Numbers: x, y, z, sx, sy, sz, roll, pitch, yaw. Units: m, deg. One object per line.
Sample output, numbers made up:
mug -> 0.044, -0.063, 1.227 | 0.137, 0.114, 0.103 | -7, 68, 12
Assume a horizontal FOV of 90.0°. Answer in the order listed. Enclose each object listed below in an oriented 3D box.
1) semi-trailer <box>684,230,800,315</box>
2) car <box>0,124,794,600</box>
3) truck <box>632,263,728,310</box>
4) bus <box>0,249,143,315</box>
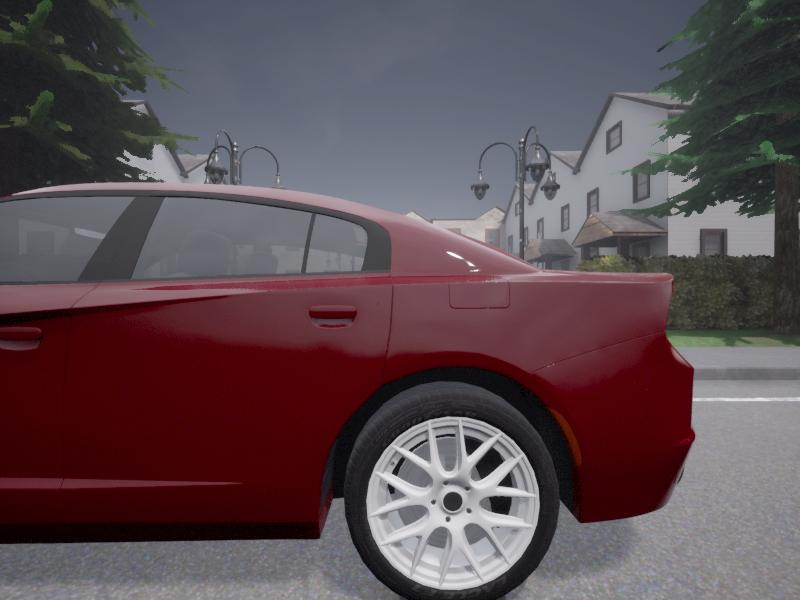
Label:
semi-trailer -> 22.078, -1.407, 21.750 | 2.717, 4.402, 14.254 | 0, 0, -2
car -> -1.271, 0.223, 2.175 | 5.008, 1.535, 1.882 | 0, 0, -1
truck -> 25.495, -1.112, 37.157 | 2.891, 3.827, 8.468 | 0, 0, -1
bus -> -25.154, -1.149, 30.949 | 3.944, 4.253, 10.273 | 0, 0, 0
